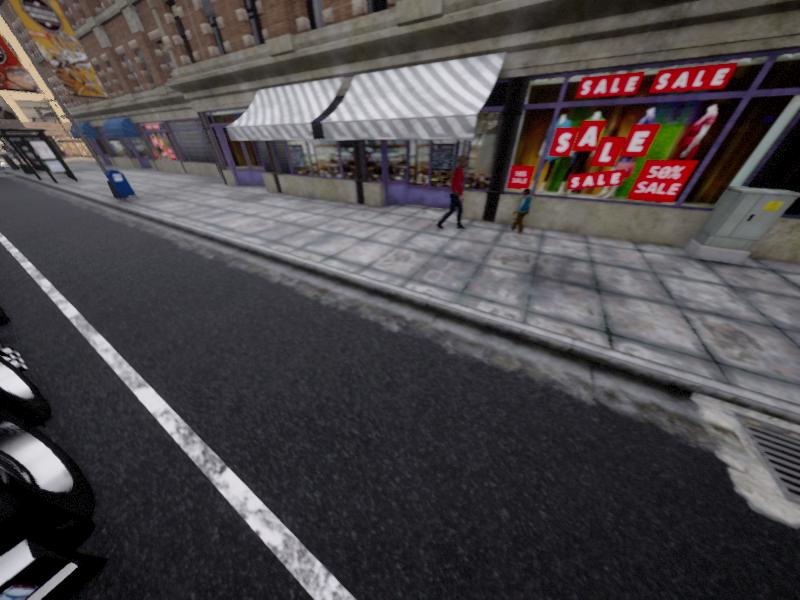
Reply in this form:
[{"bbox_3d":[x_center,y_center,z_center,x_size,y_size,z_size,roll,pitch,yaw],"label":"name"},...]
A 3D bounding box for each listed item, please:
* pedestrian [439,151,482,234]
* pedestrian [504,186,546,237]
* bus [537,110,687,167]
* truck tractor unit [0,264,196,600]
[{"bbox_3d":[1.515,-2.796,6.085,0.751,1.860,0.751,3,35,5],"label":"pedestrian"},{"bbox_3d":[3.242,-2.316,6.043,0.500,1.100,0.500,-18,39,-24],"label":"pedestrian"},{"bbox_3d":[21.133,-16.964,24.486,10.273,4.253,3.944,18,39,24],"label":"bus"},{"bbox_3d":[-5.111,-0.300,0.796,6.516,4.208,3.053,18,38,24],"label":"truck tractor unit"}]
